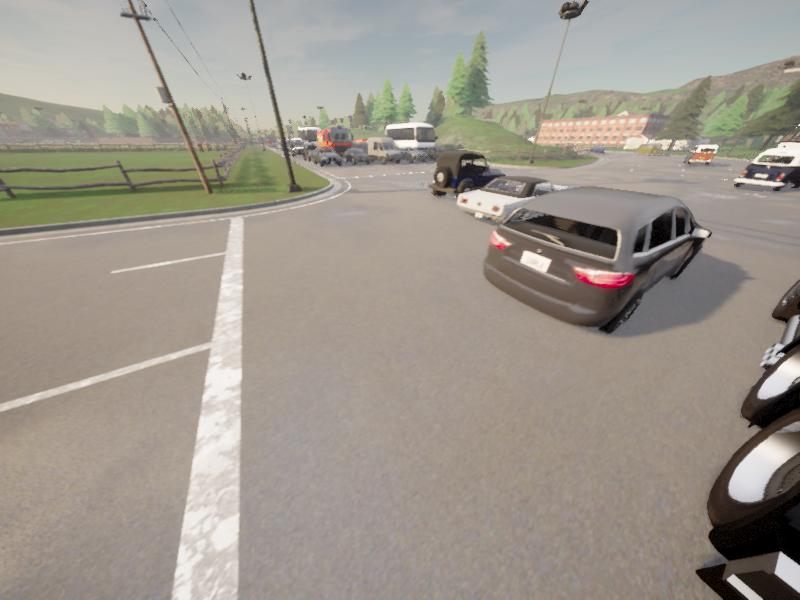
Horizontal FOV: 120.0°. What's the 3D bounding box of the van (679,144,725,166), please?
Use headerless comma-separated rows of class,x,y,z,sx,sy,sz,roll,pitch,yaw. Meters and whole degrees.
van,36.450,-17.646,28.048,2.069,2.038,4.480,25,42,30

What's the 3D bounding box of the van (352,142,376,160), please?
van,-5.153,-21.099,32.700,1.775,1.987,4.442,-17,38,-23

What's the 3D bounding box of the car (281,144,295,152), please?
car,-24.535,-33.245,50.597,1.994,1.385,4.181,-17,38,-23

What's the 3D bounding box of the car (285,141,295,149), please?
car,-33.847,-47.759,71.023,1.905,1.878,3.866,-17,38,-23

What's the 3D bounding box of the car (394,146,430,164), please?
car,1.374,-18.165,28.843,2.152,1.651,5.027,-17,38,-23

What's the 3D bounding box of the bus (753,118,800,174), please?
bus,39.942,-14.633,21.788,3.944,4.253,10.273,26,42,31

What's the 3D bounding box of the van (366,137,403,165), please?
van,-1.905,-17.822,27.513,1.988,2.561,5.915,-16,38,-23

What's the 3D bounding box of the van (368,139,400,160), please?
van,-2.476,-22.649,34.574,2.351,2.431,6.366,-17,38,-23

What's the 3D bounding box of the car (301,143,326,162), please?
car,-11.289,-19.161,29.942,1.932,1.855,4.605,-17,38,-23

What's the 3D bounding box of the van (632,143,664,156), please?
van,49.637,-30.228,46.378,1.775,1.987,4.442,5,35,6

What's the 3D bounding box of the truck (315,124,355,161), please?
truck,-9.211,-21.976,32.316,2.891,3.827,8.468,-17,38,-23

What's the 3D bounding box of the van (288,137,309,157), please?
van,-17.037,-25.632,38.651,1.988,2.561,5.915,-17,38,-23

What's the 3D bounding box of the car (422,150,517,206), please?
car,3.217,-5.840,10.832,3.866,1.878,1.905,-21,40,-28

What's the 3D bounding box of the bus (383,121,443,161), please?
bus,1.429,-23.596,34.373,3.944,4.253,10.273,-17,38,-23

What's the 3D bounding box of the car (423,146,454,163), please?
car,4.844,-18.665,29.610,1.851,1.617,3.988,-17,38,-23

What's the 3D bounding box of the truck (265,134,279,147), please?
truck,-46.925,-58.422,84.573,2.891,3.827,8.468,-17,38,-23

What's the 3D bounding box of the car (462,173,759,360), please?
car,3.766,-1.163,4.281,4.611,1.667,2.242,-20,40,-26

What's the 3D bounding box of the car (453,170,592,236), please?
car,4.336,-3.610,8.148,4.718,1.301,1.895,-21,40,-27

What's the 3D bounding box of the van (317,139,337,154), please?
van,-15.403,-32.341,48.446,2.351,2.431,6.366,-17,38,-23

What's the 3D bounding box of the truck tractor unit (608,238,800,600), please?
truck tractor unit,5.061,-0.345,0.860,6.516,4.208,3.053,-20,39,-26

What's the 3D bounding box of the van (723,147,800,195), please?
van,22.170,-7.581,13.390,4.480,2.038,2.069,-12,38,-17

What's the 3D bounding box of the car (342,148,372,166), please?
car,-4.986,-16.458,26.433,1.837,1.490,4.892,-17,38,-23

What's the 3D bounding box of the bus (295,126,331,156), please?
bus,-16.689,-30.387,43.988,3.944,4.253,10.273,-17,40,-23

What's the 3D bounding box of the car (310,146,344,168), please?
car,-7.814,-15.328,24.621,2.242,1.667,4.611,-17,38,-23
